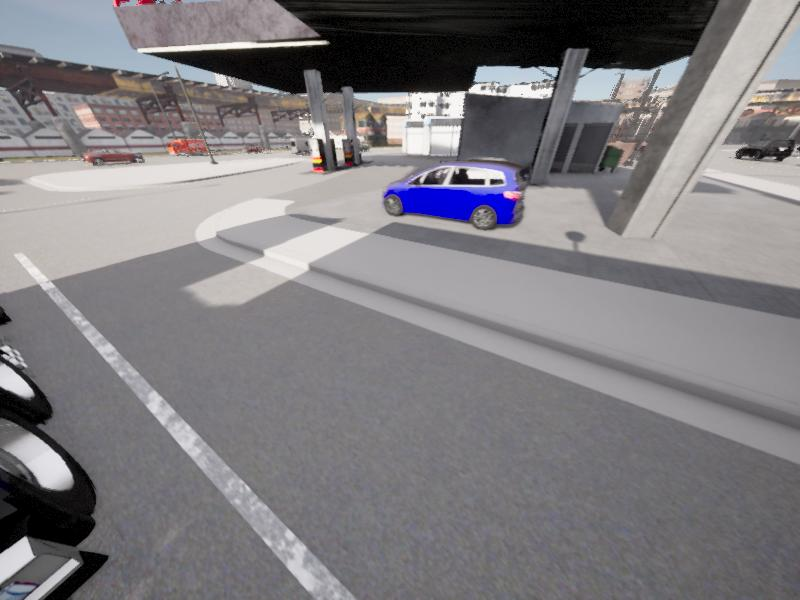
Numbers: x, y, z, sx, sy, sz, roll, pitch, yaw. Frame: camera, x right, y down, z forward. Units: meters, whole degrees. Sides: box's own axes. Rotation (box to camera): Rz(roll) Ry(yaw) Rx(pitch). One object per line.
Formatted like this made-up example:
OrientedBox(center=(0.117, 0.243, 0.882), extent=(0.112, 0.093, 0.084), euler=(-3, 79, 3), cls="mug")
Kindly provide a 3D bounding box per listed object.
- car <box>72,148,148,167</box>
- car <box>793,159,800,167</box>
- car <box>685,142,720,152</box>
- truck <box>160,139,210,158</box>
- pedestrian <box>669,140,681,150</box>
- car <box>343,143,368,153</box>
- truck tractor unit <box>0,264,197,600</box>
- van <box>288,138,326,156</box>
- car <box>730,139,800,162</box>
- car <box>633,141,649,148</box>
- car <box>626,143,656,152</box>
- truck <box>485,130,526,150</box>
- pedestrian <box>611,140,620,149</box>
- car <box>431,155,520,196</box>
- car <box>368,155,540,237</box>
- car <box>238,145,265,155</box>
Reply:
OrientedBox(center=(-33.764, -16.852, 27.152), extent=(2.152, 1.651, 5.027), euler=(19, 39, 25), cls="car")
OrientedBox(center=(36.812, -11.709, 19.122), extent=(2.038, 1.542, 4.974), euler=(17, 38, 23), cls="car")
OrientedBox(center=(59.829, -30.314, 45.737), extent=(1.970, 1.475, 3.806), euler=(-22, 40, -27), cls="car")
OrientedBox(center=(-36.863, -26.203, 39.869), extent=(2.627, 2.467, 5.204), euler=(14, 38, 19), cls="truck")
OrientedBox(center=(61.134, -34.543, 51.368), extent=(0.751, 1.860, 0.751), euler=(16, 38, 23), cls="pedestrian")
OrientedBox(center=(-9.322, -32.021, 48.690), extent=(1.930, 1.638, 5.238), euler=(20, 40, 28), cls="car")
OrientedBox(center=(-5.116, -0.294, 0.781), extent=(6.516, 4.208, 3.053), euler=(18, 39, 24), cls="truck tractor unit")
OrientedBox(center=(-17.224, -28.660, 43.152), extent=(1.988, 2.561, 5.915), euler=(24, 41, 31), cls="van")
OrientedBox(center=(41.996, -17.285, 26.632), extent=(2.150, 2.045, 5.566), euler=(17, 38, 23), cls="car")
OrientedBox(center=(68.027, -44.062, 65.300), extent=(1.801, 1.575, 5.366), euler=(17, 39, 24), cls="car")
OrientedBox(center=(49.207, -31.320, 47.309), extent=(3.806, 1.475, 1.970), euler=(19, 39, 25), cls="car")
OrientedBox(center=(25.872, -39.663, 57.400), extent=(8.468, 3.827, 2.891), euler=(11, 36, 16), cls="truck")
OrientedBox(center=(52.191, -37.704, 56.004), extent=(0.751, 1.860, 0.751), euler=(9, 36, 14), cls="pedestrian")
OrientedBox(center=(3.789, -6.513, 11.944), extent=(3.806, 1.475, 1.970), euler=(18, 39, 25), cls="car")
OrientedBox(center=(1.575, -3.575, 7.463), extent=(4.611, 1.667, 2.242), euler=(18, 39, 25), cls="car")
OrientedBox(center=(-29.061, -29.446, 45.253), extent=(1.789, 1.549, 3.705), euler=(16, 39, 24), cls="car")
